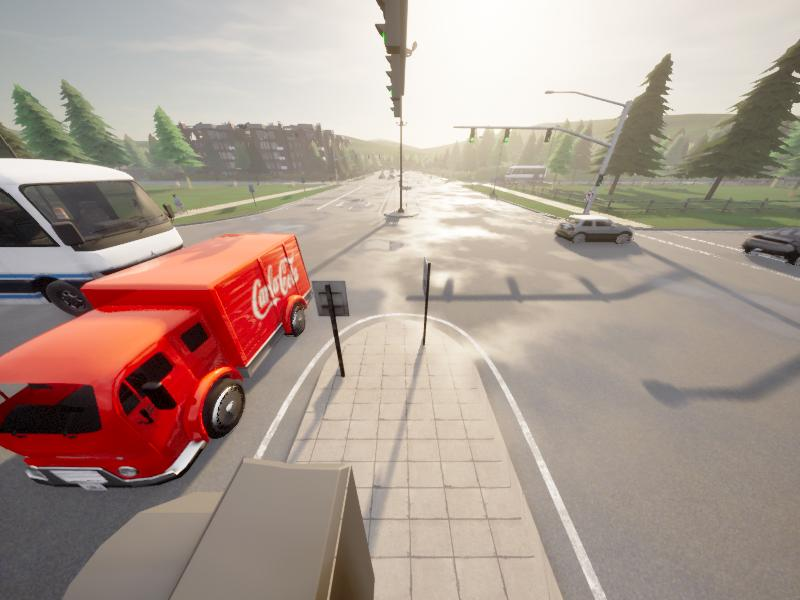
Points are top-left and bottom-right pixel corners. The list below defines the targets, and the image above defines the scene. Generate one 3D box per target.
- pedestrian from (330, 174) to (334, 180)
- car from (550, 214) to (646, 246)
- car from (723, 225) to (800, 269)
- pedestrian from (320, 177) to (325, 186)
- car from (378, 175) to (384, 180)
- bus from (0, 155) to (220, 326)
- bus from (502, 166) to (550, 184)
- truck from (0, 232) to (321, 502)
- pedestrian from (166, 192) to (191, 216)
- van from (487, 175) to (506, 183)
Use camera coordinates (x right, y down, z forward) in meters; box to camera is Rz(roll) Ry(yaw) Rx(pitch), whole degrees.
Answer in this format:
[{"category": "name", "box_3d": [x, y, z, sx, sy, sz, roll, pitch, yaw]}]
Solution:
[{"category": "pedestrian", "box_3d": [-22.468, -40.826, 76.604, 0.751, 1.860, 0.751, 0, 30, 0]}, {"category": "car", "box_3d": [11.882, -4.351, 14.165, 3.806, 1.475, 1.970, 0, 30, 0]}, {"category": "car", "box_3d": [19.843, -2.629, 11.150, 4.902, 1.511, 2.128, 0, 30, 0]}, {"category": "pedestrian", "box_3d": [-17.778, -27.245, 53.083, 0.751, 1.860, 0.751, 2, 30, 3]}, {"category": "car", "box_3d": [-7.016, -45.632, 85.837, 1.895, 1.301, 4.718, 0, 30, 0]}, {"category": "bus", "box_3d": [-13.113, -2.066, 7.433, 10.273, 4.253, 3.944, 0, 30, 0]}, {"category": "bus", "box_3d": [34.340, -34.393, 63.423, 10.273, 4.253, 3.944, 0, 30, 0]}, {"category": "truck", "box_3d": [-3.995, 0.442, 4.871, 2.627, 2.467, 5.204, 0, 30, 1]}, {"category": "pedestrian", "box_3d": [-20.077, -8.718, 20.992, 0.751, 1.860, 0.751, 2, 30, 3]}, {"category": "van", "box_3d": [28.070, -35.221, 67.123, 4.442, 1.987, 1.775, 0, 30, 0]}]
